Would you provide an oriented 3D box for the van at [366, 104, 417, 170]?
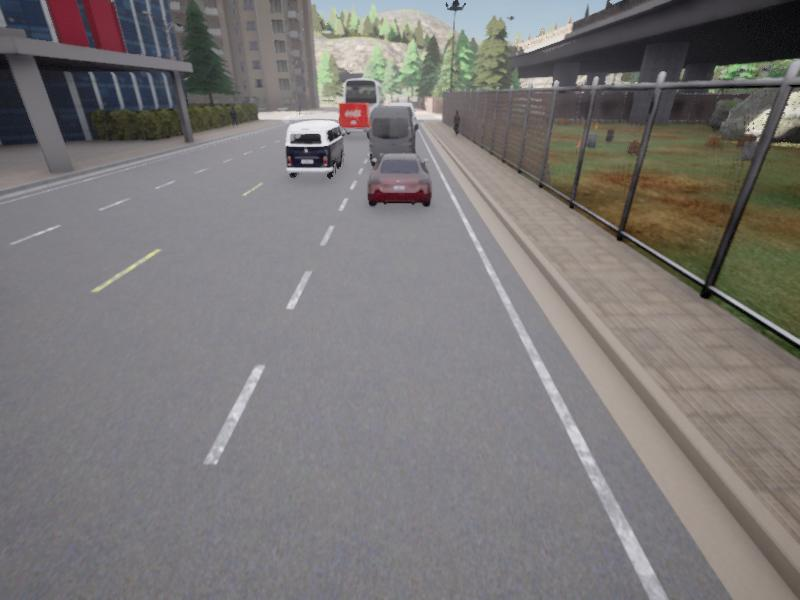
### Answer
[{"bbox_3d":[-0.245,-8.341,20.060,1.988,2.561,5.915,2,27,3],"label":"van"}]

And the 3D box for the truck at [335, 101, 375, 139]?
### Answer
[{"bbox_3d":[-3.468,-14.542,32.163,2.627,2.467,5.204,0,27,0],"label":"truck"}]

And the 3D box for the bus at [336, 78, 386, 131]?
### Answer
[{"bbox_3d":[-3.580,-19.722,40.287,3.944,4.253,10.273,0,27,0],"label":"bus"}]

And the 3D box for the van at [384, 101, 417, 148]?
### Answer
[{"bbox_3d":[0.031,-12.170,27.506,1.988,2.561,5.915,0,27,0],"label":"van"}]

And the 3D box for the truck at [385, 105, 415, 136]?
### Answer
[{"bbox_3d":[0.033,-15.826,35.092,2.390,2.098,6.274,0,27,0],"label":"truck"}]

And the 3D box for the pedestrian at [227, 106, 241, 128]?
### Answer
[{"bbox_3d":[-15.551,-17.204,37.533,0.751,1.860,0.751,0,27,-1],"label":"pedestrian"}]

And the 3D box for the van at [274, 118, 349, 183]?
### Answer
[{"bbox_3d":[-3.485,-6.421,16.848,2.069,2.038,4.480,0,27,0],"label":"van"}]

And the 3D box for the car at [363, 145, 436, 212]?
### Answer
[{"bbox_3d":[0.007,-4.126,13.148,1.994,1.385,4.181,0,27,1],"label":"car"}]

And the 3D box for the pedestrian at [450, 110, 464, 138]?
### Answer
[{"bbox_3d":[4.188,-13.035,29.571,0.751,1.860,0.751,-1,27,-3],"label":"pedestrian"}]

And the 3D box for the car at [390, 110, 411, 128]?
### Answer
[{"bbox_3d":[0.039,-19.121,42.140,2.128,1.511,4.902,0,27,0],"label":"car"}]
